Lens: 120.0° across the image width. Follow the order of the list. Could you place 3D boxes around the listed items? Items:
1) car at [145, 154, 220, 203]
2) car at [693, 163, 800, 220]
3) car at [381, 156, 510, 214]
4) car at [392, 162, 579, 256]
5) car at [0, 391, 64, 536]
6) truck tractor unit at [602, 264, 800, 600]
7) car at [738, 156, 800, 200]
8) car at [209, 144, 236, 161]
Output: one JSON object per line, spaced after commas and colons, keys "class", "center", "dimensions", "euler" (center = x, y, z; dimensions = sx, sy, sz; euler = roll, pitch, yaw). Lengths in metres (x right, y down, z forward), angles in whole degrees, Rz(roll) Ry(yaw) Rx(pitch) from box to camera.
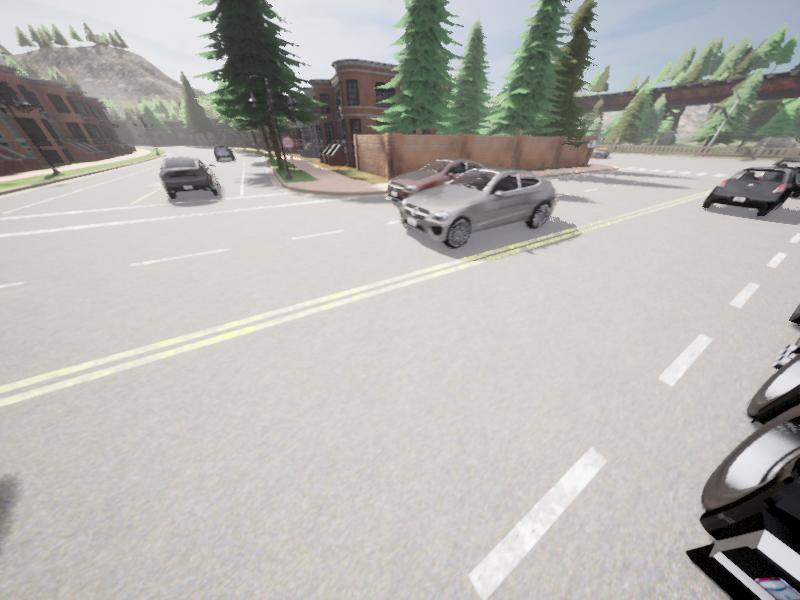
{"class": "car", "center": [-10.416, -6.230, 11.498], "dimensions": [1.837, 1.490, 4.892], "euler": [-20, 40, -25]}
{"class": "car", "center": [14.076, -4.414, 9.138], "dimensions": [3.633, 1.501, 1.845], "euler": [-18, 39, -24]}
{"class": "car", "center": [1.953, -5.124, 9.968], "dimensions": [5.027, 1.651, 2.152], "euler": [-18, 39, -24]}
{"class": "car", "center": [2.493, -2.992, 6.908], "dimensions": [5.027, 1.651, 2.152], "euler": [-18, 39, -24]}
{"class": "car", "center": [-4.481, 1.594, 0.270], "dimensions": [3.988, 1.617, 1.851], "euler": [-18, 39, -24]}
{"class": "truck tractor unit", "center": [5.109, -0.303, 0.782], "dimensions": [6.516, 4.208, 3.053], "euler": [-18, 39, -24]}
{"class": "car", "center": [20.389, -6.500, 12.123], "dimensions": [3.988, 1.617, 1.851], "euler": [-18, 39, -24]}
{"class": "car", "center": [-22.080, -18.541, 28.969], "dimensions": [2.033, 1.649, 4.856], "euler": [-18, 39, -24]}
